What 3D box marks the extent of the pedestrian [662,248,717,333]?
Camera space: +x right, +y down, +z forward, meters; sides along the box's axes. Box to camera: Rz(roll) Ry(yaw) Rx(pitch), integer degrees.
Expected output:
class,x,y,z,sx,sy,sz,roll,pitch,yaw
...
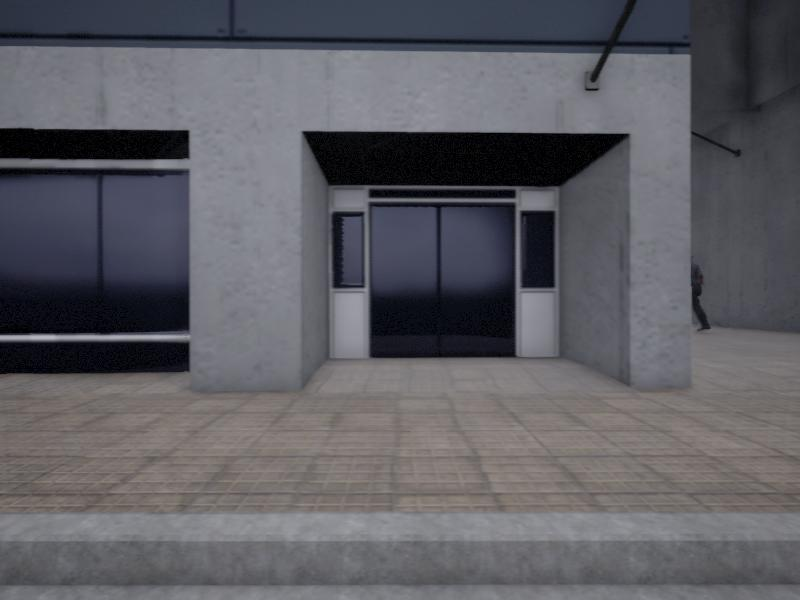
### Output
class,x,y,z,sx,sy,sz,roll,pitch,yaw
pedestrian,6.691,-0.215,9.272,0.751,1.860,0.751,0,0,-22
